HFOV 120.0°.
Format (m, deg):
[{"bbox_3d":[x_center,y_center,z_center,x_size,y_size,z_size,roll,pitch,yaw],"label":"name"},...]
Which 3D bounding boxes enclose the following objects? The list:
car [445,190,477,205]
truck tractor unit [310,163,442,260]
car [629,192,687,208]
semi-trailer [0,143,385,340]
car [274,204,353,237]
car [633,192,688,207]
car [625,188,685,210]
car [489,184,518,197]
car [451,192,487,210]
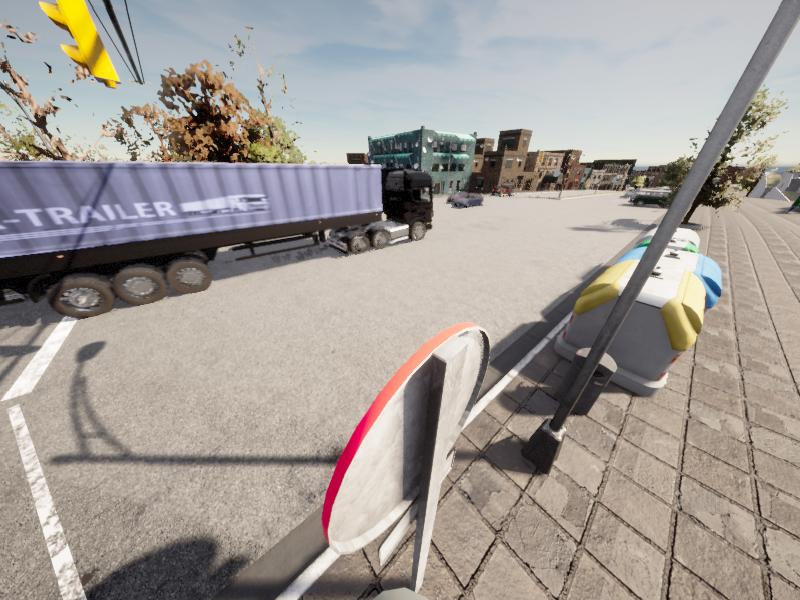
[{"bbox_3d":[8.231,-13.784,31.040,4.181,1.385,1.994,-23,36,-34],"label":"car"},{"bbox_3d":[-1.085,-5.460,13.462,6.516,4.208,3.053,-22,36,-34],"label":"truck tractor unit"},{"bbox_3d":[34.472,-13.468,31.109,4.674,1.452,2.002,17,32,25],"label":"car"},{"bbox_3d":[-7.140,-3.083,8.946,14.254,4.402,2.717,-22,37,-34],"label":"semi-trailer"},{"bbox_3d":[-6.178,-5.965,17.041,5.008,1.535,1.882,-22,36,-35],"label":"car"},{"bbox_3d":[36.754,-14.328,32.812,4.674,1.452,2.002,17,33,25],"label":"car"},{"bbox_3d":[32.099,-12.864,29.311,4.442,1.987,1.878,17,33,25],"label":"car"},{"bbox_3d":[17.130,-18.187,38.288,3.866,1.878,1.905,-14,33,-26],"label":"car"},{"bbox_3d":[8.296,-11.920,27.655,4.193,1.474,1.816,-23,36,-34],"label":"car"}]
